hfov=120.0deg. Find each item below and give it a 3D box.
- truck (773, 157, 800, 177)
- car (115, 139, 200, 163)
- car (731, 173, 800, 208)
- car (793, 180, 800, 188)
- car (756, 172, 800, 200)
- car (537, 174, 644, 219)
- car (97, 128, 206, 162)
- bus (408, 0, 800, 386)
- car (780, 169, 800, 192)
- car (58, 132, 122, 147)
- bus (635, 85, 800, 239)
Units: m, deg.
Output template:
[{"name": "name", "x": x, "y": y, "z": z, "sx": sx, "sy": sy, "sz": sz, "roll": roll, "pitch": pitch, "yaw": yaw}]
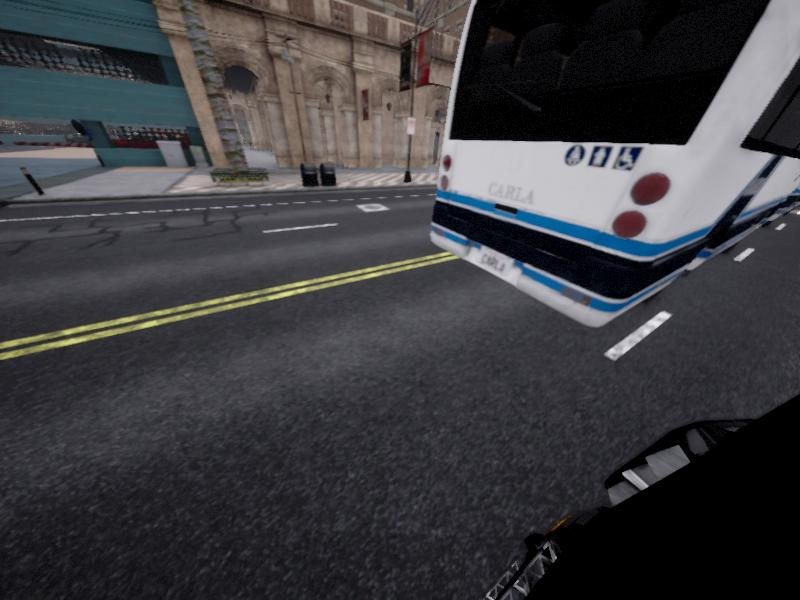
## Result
[{"name": "truck", "x": 96.844, "y": -33.059, "z": 57.325, "sx": 8.468, "sy": 3.827, "sz": 2.891, "roll": -21, "pitch": 41, "yaw": -31}, {"name": "car", "x": -20.314, "y": -12.691, "z": 19.726, "sx": 4.514, "sy": 1.523, "sz": 2.007, "roll": -16, "pitch": 38, "yaw": -26}, {"name": "car", "x": 25.258, "y": -7.500, "z": 15.608, "sx": 5.027, "sy": 1.651, "sz": 2.152, "roll": -16, "pitch": 38, "yaw": -26}, {"name": "car", "x": 50.646, "y": -14.535, "z": 28.194, "sx": 4.892, "sy": 1.490, "sz": 1.837, "roll": -15, "pitch": 38, "yaw": -26}, {"name": "car", "x": 33.113, "y": -9.718, "z": 19.531, "sx": 5.027, "sy": 1.651, "sz": 2.152, "roll": -15, "pitch": 38, "yaw": -25}, {"name": "car", "x": 8.831, "y": -4.940, "z": 10.731, "sx": 4.181, "sy": 1.385, "sz": 1.994, "roll": -16, "pitch": 38, "yaw": -26}, {"name": "car", "x": -20.348, "y": -13.001, "z": 19.482, "sx": 5.566, "sy": 2.045, "sz": 2.435, "roll": -16, "pitch": 38, "yaw": -26}, {"name": "bus", "x": 5.701, "y": -3.047, "z": 5.076, "sx": 10.273, "sy": 4.253, "sz": 3.944, "roll": -16, "pitch": 38, "yaw": -26}, {"name": "car", "x": 42.184, "y": -12.337, "z": 23.908, "sx": 4.605, "sy": 1.855, "sz": 1.932, "roll": -15, "pitch": 38, "yaw": -26}, {"name": "car", "x": -43.715, "y": -22.772, "z": 32.817, "sx": 4.902, "sy": 1.511, "sz": 2.128, "roll": -16, "pitch": 38, "yaw": -26}, {"name": "bus", "x": 16.626, "y": -6.177, "z": 10.597, "sx": 10.273, "sy": 4.253, "sz": 3.944, "roll": -16, "pitch": 38, "yaw": -26}]
